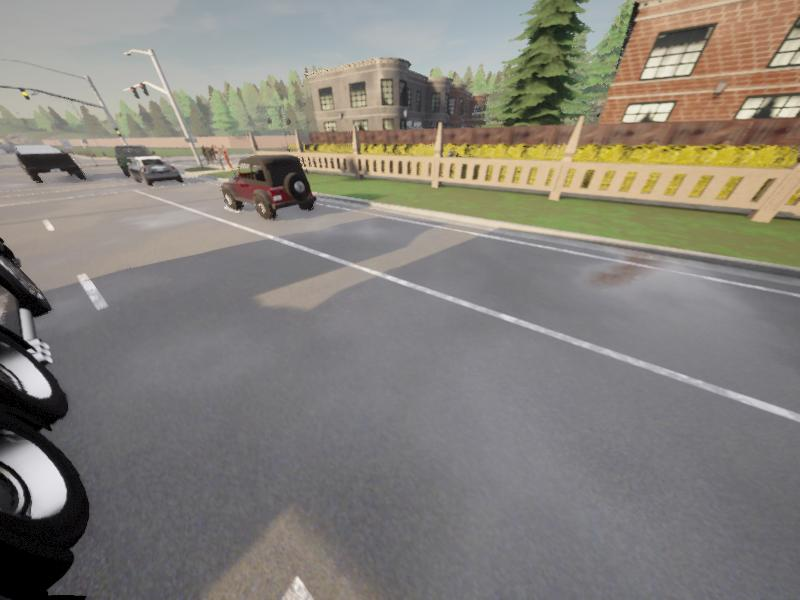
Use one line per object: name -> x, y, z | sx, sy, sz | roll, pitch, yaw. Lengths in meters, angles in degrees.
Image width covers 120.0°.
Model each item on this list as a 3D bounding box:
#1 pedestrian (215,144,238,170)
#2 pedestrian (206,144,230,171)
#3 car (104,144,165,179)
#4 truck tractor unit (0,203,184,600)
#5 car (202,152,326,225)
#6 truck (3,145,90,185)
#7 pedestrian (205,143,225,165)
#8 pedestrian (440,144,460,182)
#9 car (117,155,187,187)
pedestrian -> -15.039, -12.426, 20.068 | 0.751, 1.860, 0.751 | 17, 38, 23
pedestrian -> -15.424, -12.115, 19.625 | 0.751, 1.860, 0.751 | 13, 37, 19
car -> -21.357, -11.463, 18.895 | 2.150, 2.045, 5.566 | -25, 42, -30
truck tractor unit -> -5.012, -0.387, 0.918 | 6.516, 4.208, 3.053 | 22, 41, 29
car -> -4.961, -4.277, 8.545 | 3.866, 1.878, 1.905 | 21, 40, 28
truck -> -25.548, -9.922, 16.679 | 6.274, 2.098, 2.390 | 21, 40, 28
pedestrian -> -18.808, -14.844, 23.532 | 0.751, 1.860, 0.751 | 24, 41, 30
pedestrian -> 2.959, -8.092, 13.662 | 0.751, 1.860, 0.751 | 16, 38, 22
car -> -16.216, -8.527, 15.126 | 3.806, 1.475, 1.970 | 22, 41, 29
